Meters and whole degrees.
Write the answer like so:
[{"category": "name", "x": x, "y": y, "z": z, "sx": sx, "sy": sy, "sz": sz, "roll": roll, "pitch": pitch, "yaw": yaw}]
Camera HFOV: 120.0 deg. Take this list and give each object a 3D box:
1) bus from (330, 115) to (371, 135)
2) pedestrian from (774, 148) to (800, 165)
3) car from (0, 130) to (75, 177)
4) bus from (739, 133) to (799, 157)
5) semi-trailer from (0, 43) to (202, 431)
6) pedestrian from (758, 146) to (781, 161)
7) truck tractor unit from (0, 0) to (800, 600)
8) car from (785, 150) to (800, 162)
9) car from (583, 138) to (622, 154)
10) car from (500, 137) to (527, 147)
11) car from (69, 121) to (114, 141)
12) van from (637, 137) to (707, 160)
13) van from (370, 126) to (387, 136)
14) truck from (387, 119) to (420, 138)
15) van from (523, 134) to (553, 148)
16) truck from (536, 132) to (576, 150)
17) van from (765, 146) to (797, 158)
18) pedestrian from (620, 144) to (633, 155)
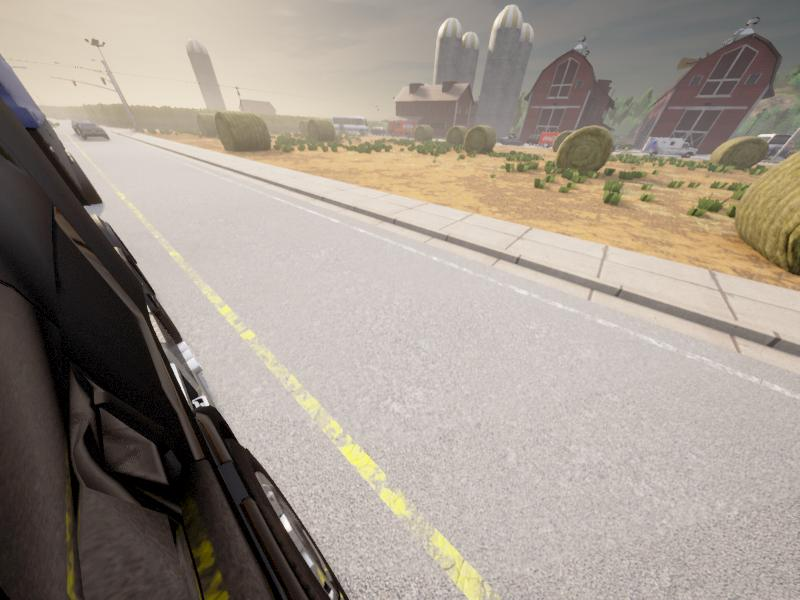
[{"category": "bus", "x": -13.918, "y": -49.807, "z": 65.806, "sx": 10.273, "sy": 4.253, "sz": 3.944, "roll": 7, "pitch": 37, "yaw": 6}, {"category": "pedestrian", "x": 52.675, "y": -19.523, "z": 31.454, "sx": 0.751, "sy": 1.860, "sz": 0.751, "roll": 19, "pitch": 40, "yaw": 20}, {"category": "car", "x": -16.903, "y": -6.738, "z": 10.443, "sx": 4.181, "sy": 1.385, "sz": 1.994, "roll": 28, "pitch": 44, "yaw": 30}, {"category": "bus", "x": 89.456, "y": -37.925, "z": 56.432, "sx": 3.944, "sy": 4.253, "sz": 10.273, "roll": 26, "pitch": 43, "yaw": 28}, {"category": "semi-trailer", "x": -8.697, "y": -3.607, "z": 4.227, "sx": 14.254, "sy": 4.402, "sz": 2.717, "roll": 28, "pitch": 44, "yaw": 30}, {"category": "pedestrian", "x": 54.840, "y": -21.736, "z": 34.292, "sx": 0.751, "sy": 1.860, "sz": 0.751, "roll": 21, "pitch": 41, "yaw": 23}, {"category": "truck tractor unit", "x": -2.645, "y": -0.295, "z": 0.351, "sx": 6.516, "sy": 4.208, "sz": 3.053, "roll": 28, "pitch": 44, "yaw": 30}, {"category": "car", "x": 68.531, "y": -24.363, "z": 39.244, "sx": 1.789, "sy": 1.549, "sz": 3.705, "roll": 26, "pitch": 43, "yaw": 28}, {"category": "car", "x": 34.448, "y": -26.284, "z": 39.372, "sx": 4.605, "sy": 1.855, "sz": 1.932, "roll": 25, "pitch": 42, "yaw": 27}, {"category": "car", "x": 22.659, "y": -31.609, "z": 46.145, "sx": 4.181, "sy": 1.385, "sz": 1.994, "roll": 25, "pitch": 43, "yaw": 27}, {"category": "car", "x": -31.877, "y": -17.480, "z": 23.841, "sx": 5.357, "sy": 1.411, "sz": 2.033, "roll": 28, "pitch": 44, "yaw": 30}, {"category": "van", "x": 41.236, "y": -23.322, "z": 35.379, "sx": 6.366, "sy": 2.431, "sz": 2.351, "roll": 25, "pitch": 42, "yaw": 27}, {"category": "van", "x": -6.215, "y": -48.028, "z": 65.748, "sx": 4.480, "sy": 2.038, "sz": 2.069, "roll": 25, "pitch": 42, "yaw": 27}, {"category": "truck", "x": 0.870, "y": -45.433, "z": 61.235, "sx": 8.468, "sy": 3.827, "sz": 2.891, "roll": 25, "pitch": 42, "yaw": 27}, {"category": "van", "x": 27.756, "y": -32.091, "z": 46.550, "sx": 4.442, "sy": 1.987, "sz": 1.775, "roll": 26, "pitch": 43, "yaw": 26}, {"category": "truck", "x": 28.626, "y": -29.254, "z": 42.480, "sx": 5.204, "sy": 2.467, "sz": 2.627, "roll": 25, "pitch": 42, "yaw": 27}, {"category": "van", "x": 83.749, "y": -32.601, "z": 50.858, "sx": 1.775, "sy": 1.987, "sz": 4.442, "roll": 26, "pitch": 43, "yaw": 28}, {"category": "pedestrian", "x": 33.111, "y": -22.065, "z": 33.839, "sx": 0.751, "sy": 1.300, "sz": 0.751, "roll": 19, "pitch": 40, "yaw": 21}]
